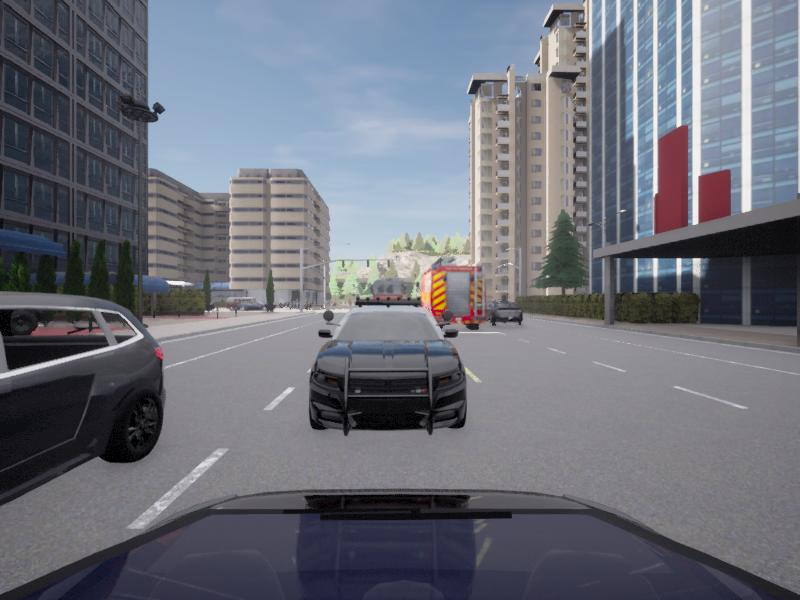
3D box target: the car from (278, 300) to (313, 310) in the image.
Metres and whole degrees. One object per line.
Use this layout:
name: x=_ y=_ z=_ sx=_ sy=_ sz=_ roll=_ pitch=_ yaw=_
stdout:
car: x=-16.933 y=0.771 z=65.072 sx=5.238 sy=1.638 sz=1.930 roll=0 pitch=0 yaw=-5

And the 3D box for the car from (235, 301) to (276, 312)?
car: x=-19.635 y=0.851 z=54.438 sx=4.792 sy=1.488 sz=2.163 roll=0 pitch=0 yaw=-1

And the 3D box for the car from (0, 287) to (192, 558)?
car: x=-3.586 y=0.756 z=2.516 sx=2.242 sy=1.667 sz=4.611 roll=0 pitch=0 yaw=-1

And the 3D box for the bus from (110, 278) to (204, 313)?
bus: x=-32.773 y=-0.549 z=54.361 sx=10.273 sy=4.253 sz=3.944 roll=2 pitch=0 yaw=-1

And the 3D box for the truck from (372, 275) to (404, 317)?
truck: x=-1.166 y=-0.321 z=40.637 sx=2.891 sy=3.827 sz=8.468 roll=0 pitch=0 yaw=-1

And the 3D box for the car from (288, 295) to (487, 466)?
car: x=-0.189 y=0.771 z=6.483 sx=1.930 sy=1.638 sz=5.238 roll=0 pitch=0 yaw=-2

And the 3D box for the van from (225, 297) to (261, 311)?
van: x=-22.666 y=0.598 z=57.894 sx=4.442 sy=1.987 sz=1.775 roll=0 pitch=0 yaw=-1

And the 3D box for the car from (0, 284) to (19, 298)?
car: x=-16.357 y=-0.347 z=15.659 sx=1.750 sy=0.535 sz=1.642 roll=0 pitch=0 yaw=29

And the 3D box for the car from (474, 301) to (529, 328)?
car: x=6.331 y=0.836 z=25.589 sx=2.128 sy=1.511 sz=4.902 roll=0 pitch=0 yaw=-1

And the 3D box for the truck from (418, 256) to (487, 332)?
truck: x=2.864 y=-0.321 z=24.406 sx=2.891 sy=3.827 sz=8.468 roll=0 pitch=0 yaw=-1

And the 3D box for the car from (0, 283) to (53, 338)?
car: x=-17.017 y=0.402 z=14.472 sx=2.390 sy=2.098 sz=6.274 roll=0 pitch=0 yaw=29
